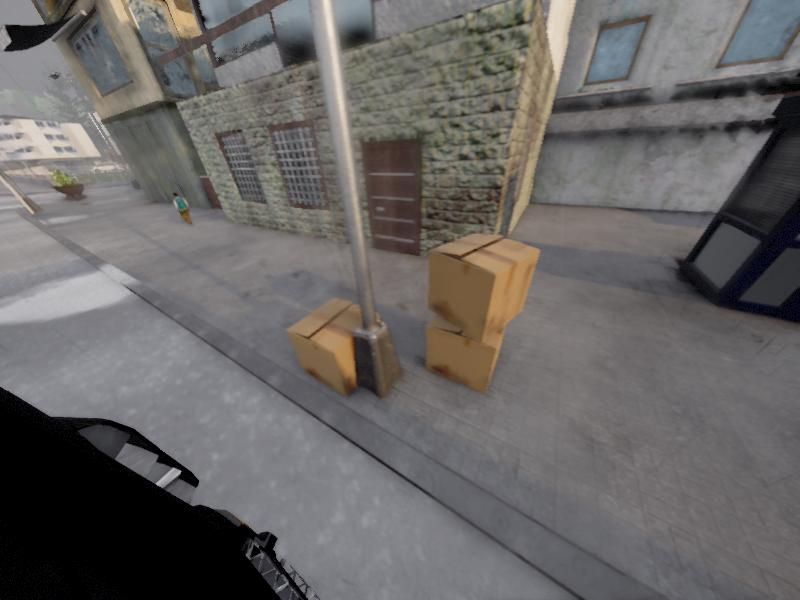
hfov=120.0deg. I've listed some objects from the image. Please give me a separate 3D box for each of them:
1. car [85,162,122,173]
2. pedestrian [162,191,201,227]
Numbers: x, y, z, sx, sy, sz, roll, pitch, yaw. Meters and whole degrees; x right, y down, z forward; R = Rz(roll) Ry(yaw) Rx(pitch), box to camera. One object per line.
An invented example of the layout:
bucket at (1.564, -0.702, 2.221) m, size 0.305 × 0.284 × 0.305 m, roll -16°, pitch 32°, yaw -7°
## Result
car at (-78.653, -35.207, 61.406) m, size 2.150 × 2.045 × 5.566 m, roll 16°, pitch 38°, yaw 26°
pedestrian at (-7.798, -3.257, 8.263) m, size 0.500 × 1.100 × 0.500 m, roll 20°, pitch 40°, yaw 31°
